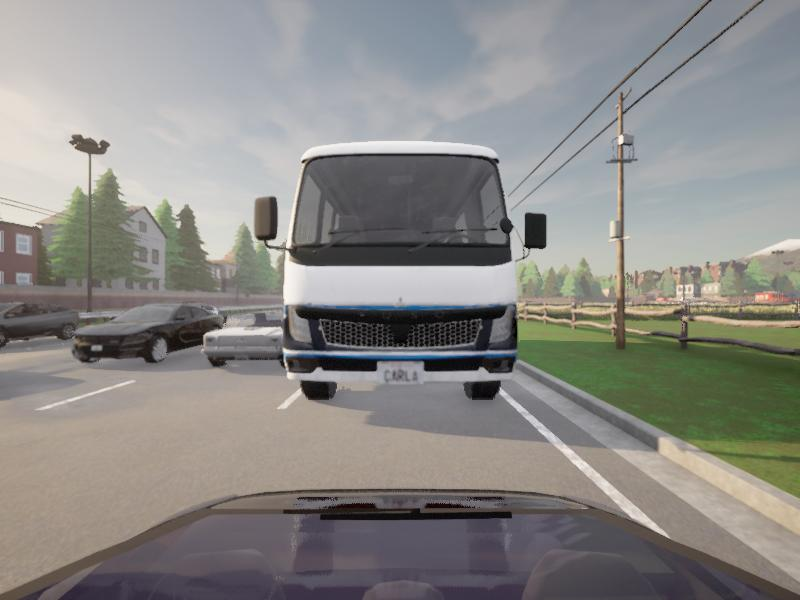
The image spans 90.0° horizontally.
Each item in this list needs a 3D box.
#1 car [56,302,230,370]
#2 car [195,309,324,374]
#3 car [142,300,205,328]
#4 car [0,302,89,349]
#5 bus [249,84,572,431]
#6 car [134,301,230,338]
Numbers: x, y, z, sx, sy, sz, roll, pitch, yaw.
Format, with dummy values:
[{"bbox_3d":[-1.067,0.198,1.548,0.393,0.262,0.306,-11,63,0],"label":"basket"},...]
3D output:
[{"bbox_3d":[-6.987,0.829,11.723,1.882,1.535,5.008,0,0,0],"label":"car"},{"bbox_3d":[-3.489,0.949,11.011,1.895,1.301,4.718,0,0,0],"label":"car"},{"bbox_3d":[-13.977,0.823,24.923,1.789,1.549,3.705,0,0,0],"label":"car"},{"bbox_3d":[-13.985,0.836,14.425,2.007,1.525,4.514,0,0,0],"label":"car"},{"bbox_3d":[0.132,-0.529,10.037,3.944,4.253,10.273,0,0,0],"label":"bus"},{"bbox_3d":[-10.460,0.834,19.757,2.038,1.542,4.974,0,0,0],"label":"car"}]
